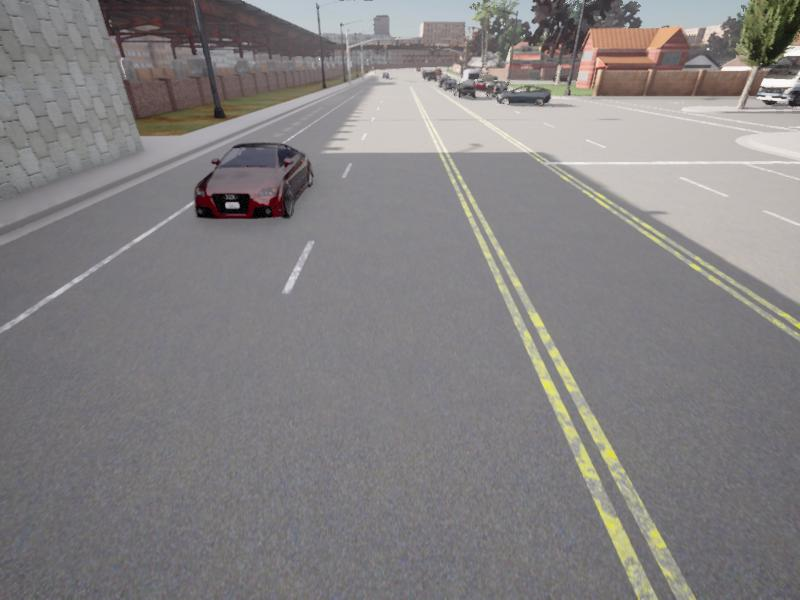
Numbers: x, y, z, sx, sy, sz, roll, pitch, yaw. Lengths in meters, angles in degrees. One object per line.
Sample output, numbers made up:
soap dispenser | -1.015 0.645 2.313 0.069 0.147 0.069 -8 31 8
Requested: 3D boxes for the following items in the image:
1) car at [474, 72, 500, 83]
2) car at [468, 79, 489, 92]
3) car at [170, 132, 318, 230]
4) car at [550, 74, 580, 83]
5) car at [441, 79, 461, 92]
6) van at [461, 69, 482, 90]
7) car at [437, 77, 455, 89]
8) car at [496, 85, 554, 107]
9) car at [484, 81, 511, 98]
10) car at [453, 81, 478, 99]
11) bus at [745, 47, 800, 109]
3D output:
car | 17.134 -43.790 78.826 4.605 1.855 1.932 -1 30 -1
car | 10.490 -28.687 53.457 1.970 1.475 3.806 0 30 0
car | -3.502 -3.142 9.988 1.994 1.385 4.181 0 30 0
car | 32.700 -43.848 79.301 4.892 1.490 1.837 -1 30 -1
car | 6.957 -29.444 54.828 2.033 1.411 5.357 0 30 0
van | 10.459 -32.679 59.216 1.988 2.561 5.915 0 30 0
car | 6.967 -33.233 61.178 2.128 1.511 4.902 0 30 0
car | 10.779 -17.674 34.621 4.514 1.525 2.007 9 32 15
car | 10.611 -23.001 43.671 1.789 1.549 3.705 -2 30 -3
car | 7.023 -22.779 43.362 1.837 1.490 4.892 -1 31 -2
bus | 36.092 -18.354 33.085 10.273 4.253 3.944 0 30 0
